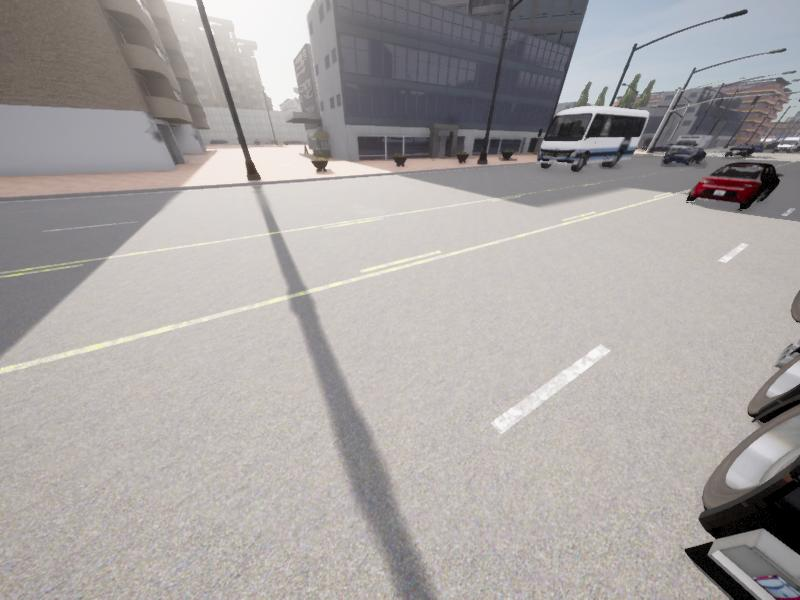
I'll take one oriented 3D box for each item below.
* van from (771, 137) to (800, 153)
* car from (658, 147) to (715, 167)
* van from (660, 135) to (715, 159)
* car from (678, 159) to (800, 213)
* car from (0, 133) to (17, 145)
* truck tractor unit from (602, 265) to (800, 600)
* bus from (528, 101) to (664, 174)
[{"bbox_3d":[76.173,-30.380,45.343,5.915,2.561,1.988,-18,39,-24],"label":"van"},{"bbox_3d":[28.707,-14.380,23.123,5.357,1.411,2.033,-18,39,-24],"label":"car"},{"bbox_3d":[38.094,-20.282,30.614,6.366,2.431,2.351,-18,39,-24],"label":"van"},{"bbox_3d":[14.141,-4.906,9.654,4.193,1.474,1.816,-19,39,-24],"label":"car"},{"bbox_3d":[-78.721,-30.955,44.384,4.553,1.767,2.097,-17,38,-23],"label":"car"},{"bbox_3d":[5.107,-0.307,0.766,6.516,4.208,3.053,-18,39,-24],"label":"truck tractor unit"},{"bbox_3d":[16.712,-13.804,19.896,10.273,4.253,3.944,-18,39,-24],"label":"bus"}]
